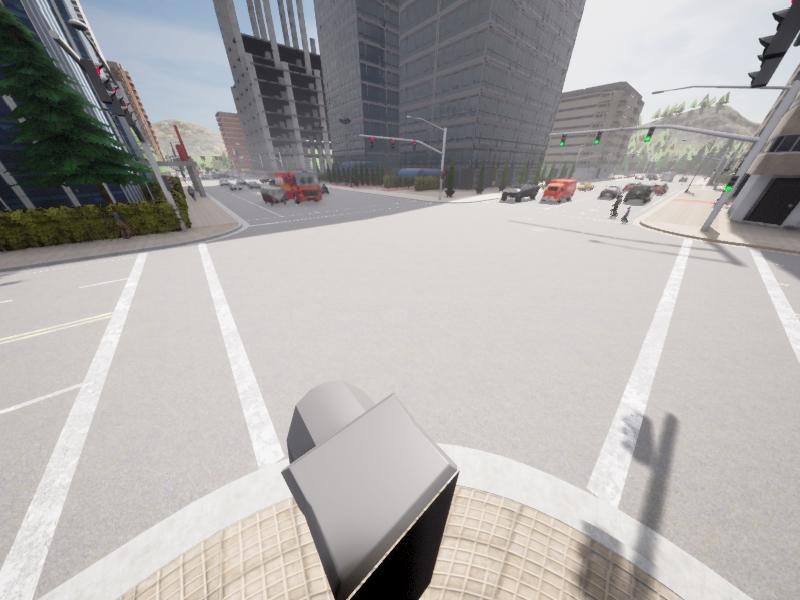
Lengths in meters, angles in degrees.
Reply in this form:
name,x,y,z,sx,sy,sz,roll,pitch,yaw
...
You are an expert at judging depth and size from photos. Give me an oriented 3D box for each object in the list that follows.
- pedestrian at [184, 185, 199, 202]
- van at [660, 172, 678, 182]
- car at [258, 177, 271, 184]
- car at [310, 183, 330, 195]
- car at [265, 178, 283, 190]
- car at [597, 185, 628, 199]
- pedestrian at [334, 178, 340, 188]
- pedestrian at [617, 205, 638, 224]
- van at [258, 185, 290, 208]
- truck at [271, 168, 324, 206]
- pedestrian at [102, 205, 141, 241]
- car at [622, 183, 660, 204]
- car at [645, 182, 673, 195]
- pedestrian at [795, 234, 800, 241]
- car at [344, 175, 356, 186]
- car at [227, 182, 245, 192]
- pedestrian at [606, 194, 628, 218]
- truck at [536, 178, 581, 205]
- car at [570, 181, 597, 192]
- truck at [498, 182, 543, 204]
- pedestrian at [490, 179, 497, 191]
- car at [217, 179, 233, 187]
name,x,y,z,sx,sy,sz,roll,pitch,yaw
pedestrian,-26.293,-13.499,29.173,0.751,1.860,0.751,-25,38,-36
van,83.740,-38.274,71.862,6.366,2.431,2.351,-23,37,-34
car,-38.033,-33.671,64.788,1.882,1.535,5.008,-23,37,-34
car,-13.511,-18.716,38.928,1.837,1.490,4.892,-17,34,-27
car,-26.122,-24.152,47.967,1.905,1.878,3.866,-23,37,-34
car,31.540,-16.037,34.245,4.974,1.542,2.038,-22,37,-34
pedestrian,-13.068,-24.512,48.249,0.751,1.860,0.751,-18,35,-28
pedestrian,18.399,-6.941,18.680,0.751,1.300,0.751,-25,38,-36
van,-14.866,-12.227,27.197,1.775,1.987,4.442,-23,37,-34
truck,-13.320,-14.809,29.826,2.891,3.827,8.468,-23,37,-34
pedestrian,-16.352,-4.528,13.636,0.751,1.860,0.751,-23,37,-35
car,31.504,-13.965,30.150,5.566,2.045,2.150,-23,37,-34
car,44.386,-19.190,39.573,4.611,1.667,2.242,-23,37,-34
pedestrian,24.094,-4.224,13.109,0.751,1.860,0.751,-5,30,-8
car,-11.925,-28.857,55.608,2.390,2.098,6.274,-5,30,-9
car,-31.183,-21.518,43.884,1.970,1.475,3.806,-23,37,-34
pedestrian,19.464,-8.473,20.772,0.751,1.860,0.751,-23,37,-34
truck,20.613,-14.180,30.025,5.204,2.467,2.627,-25,38,-32
car,34.653,-21.465,43.603,5.366,1.575,1.801,-17,34,-27
truck,16.127,-14.404,30.851,6.274,2.098,2.390,-23,37,-33
pedestrian,16.883,-20.778,41.747,0.751,1.860,0.751,24,38,35
car,-40.419,-26.928,53.238,2.033,1.411,5.357,-23,37,-34
